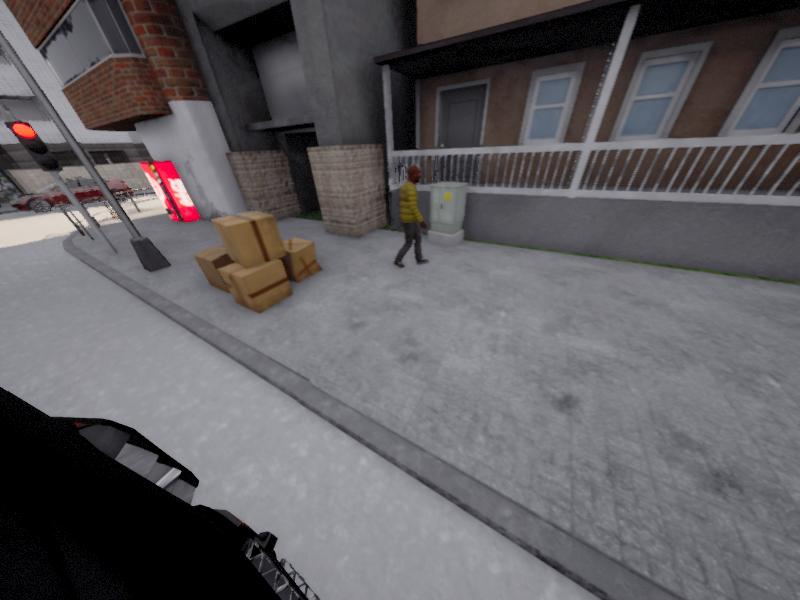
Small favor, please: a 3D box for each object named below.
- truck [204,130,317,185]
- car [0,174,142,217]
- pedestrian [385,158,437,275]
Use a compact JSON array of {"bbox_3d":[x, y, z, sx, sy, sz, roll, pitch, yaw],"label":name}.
[{"bbox_3d":[-12.741,-13.984,22.550,2.891,3.827,8.468,16,38,26],"label":"truck"},{"bbox_3d":[-19.325,-6.364,13.726,2.163,1.488,4.792,16,38,26],"label":"car"},{"bbox_3d":[0.183,-1.487,4.249,0.751,1.860,0.751,-5,34,-2],"label":"pedestrian"}]
